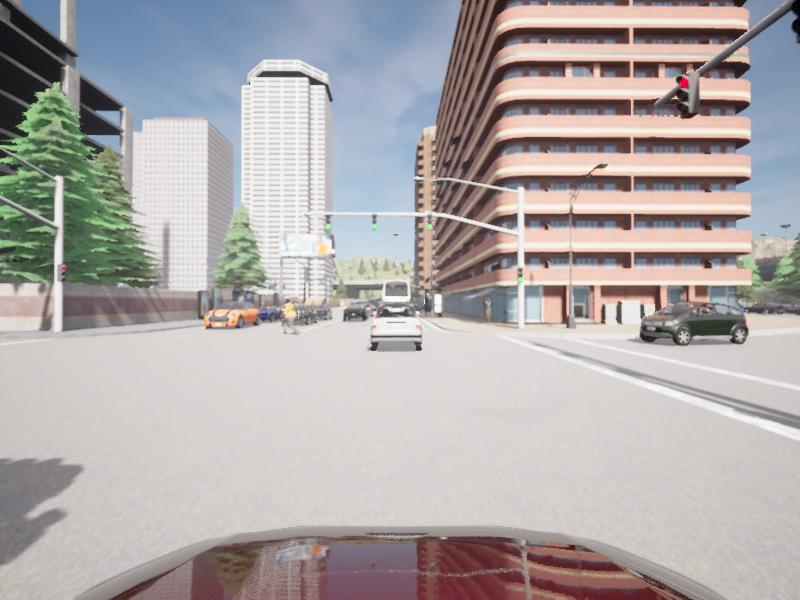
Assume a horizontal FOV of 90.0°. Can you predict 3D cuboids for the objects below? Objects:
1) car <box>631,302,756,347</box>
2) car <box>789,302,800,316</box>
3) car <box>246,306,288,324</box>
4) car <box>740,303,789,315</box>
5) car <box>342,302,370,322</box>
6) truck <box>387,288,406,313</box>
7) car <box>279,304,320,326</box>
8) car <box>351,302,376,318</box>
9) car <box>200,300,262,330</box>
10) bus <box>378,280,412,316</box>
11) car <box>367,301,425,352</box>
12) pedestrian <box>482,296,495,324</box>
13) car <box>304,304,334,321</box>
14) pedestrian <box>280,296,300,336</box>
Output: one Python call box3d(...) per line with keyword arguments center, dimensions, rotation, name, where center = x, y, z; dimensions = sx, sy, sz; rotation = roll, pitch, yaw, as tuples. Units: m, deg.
box3d(center=(11.021, 0.860, 15.117), dimensions=(3.705, 1.549, 1.789), rotation=(0, 0, -13), name="car")
box3d(center=(45.879, 1.032, 43.896), dimensions=(2.038, 1.542, 4.974), rotation=(0, 0, 9), name="car")
box3d(center=(-10.795, 1.172, 32.842), dimensions=(1.895, 1.301, 4.718), rotation=(0, 0, -1), name="car")
box3d(center=(46.556, 1.095, 51.285), dimensions=(1.837, 1.490, 4.892), rotation=(0, 0, 0), name="car")
box3d(center=(-3.842, 1.011, 35.505), dimensions=(1.930, 1.638, 5.238), rotation=(0, 0, 0), name="car")
box3d(center=(-0.573, 0.105, 64.698), dimensions=(2.891, 3.827, 8.468), rotation=(0, 0, -1), name="truck")
box3d(center=(-7.261, 1.048, 29.364), dimensions=(1.837, 1.490, 4.892), rotation=(0, 0, -1), name="car")
box3d(center=(-3.888, 1.047, 43.292), dimensions=(2.242, 1.667, 4.611), rotation=(0, 0, -1), name="car")
box3d(center=(-10.733, 0.878, 25.842), dimensions=(2.097, 1.767, 4.553), rotation=(0, 0, 0), name="car")
box3d(center=(-0.580, -0.195, 51.373), dimensions=(3.944, 4.253, 10.273), rotation=(0, 0, -1), name="bus")
box3d(center=(-0.136, 0.860, 14.765), dimensions=(1.851, 1.617, 3.988), rotation=(0, 0, 0), name="car")
box3d(center=(5.984, 0.665, 27.090), dimensions=(0.751, 1.860, 0.751), rotation=(0, 0, 3), name="pedestrian")
box3d(center=(-7.328, 1.094, 36.572), dimensions=(1.837, 1.490, 4.892), rotation=(0, 0, 0), name="car")
box3d(center=(-5.315, 0.763, 19.367), dimensions=(0.751, 1.860, 0.751), rotation=(0, 0, 0), name="pedestrian")
